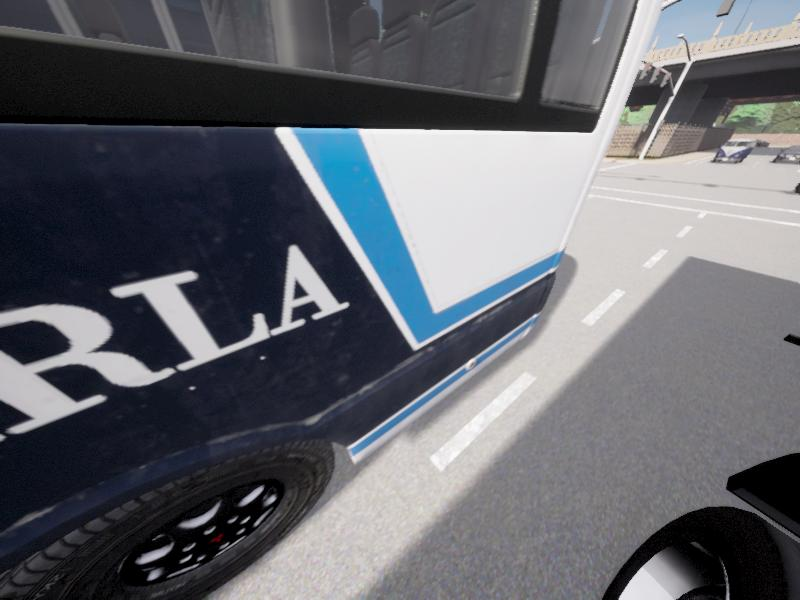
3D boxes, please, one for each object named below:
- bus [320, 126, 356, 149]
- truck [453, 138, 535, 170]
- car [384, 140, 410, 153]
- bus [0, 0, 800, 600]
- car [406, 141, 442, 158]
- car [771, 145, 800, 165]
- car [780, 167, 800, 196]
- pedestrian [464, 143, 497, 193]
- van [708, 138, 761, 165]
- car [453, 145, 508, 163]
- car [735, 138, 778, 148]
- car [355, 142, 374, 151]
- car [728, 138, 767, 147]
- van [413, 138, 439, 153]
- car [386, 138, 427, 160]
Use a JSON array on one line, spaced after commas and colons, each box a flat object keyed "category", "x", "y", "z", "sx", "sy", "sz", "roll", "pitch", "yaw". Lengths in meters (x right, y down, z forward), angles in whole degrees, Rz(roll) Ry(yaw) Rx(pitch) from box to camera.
[{"category": "bus", "x": -14.877, "y": -38.861, "z": 55.308, "sx": 3.944, "sy": 4.253, "sz": 10.273, "roll": -23, "pitch": 41, "yaw": -29}, {"category": "truck", "x": 8.044, "y": -13.208, "z": 20.650, "sx": 2.390, "sy": 2.098, "sz": 6.274, "roll": -23, "pitch": 41, "yaw": -29}, {"category": "car", "x": -0.592, "y": -26.731, "z": 40.148, "sx": 2.097, "sy": 1.767, "sz": 4.553, "roll": -23, "pitch": 41, "yaw": -29}, {"category": "bus", "x": -3.458, "y": 0.080, "z": 0.136, "sx": 10.273, "sy": 4.253, "sz": 3.944, "roll": -23, "pitch": 41, "yaw": -29}, {"category": "car", "x": 3.144, "y": -20.317, "z": 31.133, "sx": 2.242, "sy": 1.667, "sz": 4.611, "roll": -23, "pitch": 41, "yaw": -29}, {"category": "car", "x": 38.151, "y": -14.089, "z": 22.334, "sx": 4.674, "sy": 1.442, "sz": 1.812, "roll": -23, "pitch": 41, "yaw": -29}, {"category": "car", "x": 18.250, "y": -4.454, "z": 8.710, "sx": 2.038, "sy": 1.542, "sz": 4.974, "roll": 18, "pitch": 39, "yaw": 25}, {"category": "pedestrian", "x": 3.509, "y": -5.844, "z": 10.244, "sx": 0.751, "sy": 1.860, "sz": 0.751, "roll": -19, "pitch": 39, "yaw": -24}, {"category": "van", "x": 32.630, "y": -14.526, "z": 22.526, "sx": 4.442, "sy": 1.987, "sz": 1.775, "roll": -21, "pitch": 40, "yaw": -27}, {"category": "car", "x": 8.589, "y": -15.914, "z": 25.092, "sx": 2.033, "sy": 1.411, "sz": 5.357, "roll": -23, "pitch": 41, "yaw": -29}, {"category": "car", "x": 79.489, "y": -35.112, "z": 51.641, "sx": 2.033, "sy": 1.649, "sz": 4.856, "roll": 1, "pitch": 35, "yaw": 2}, {"category": "car", "x": -7.399, "y": -31.918, "z": 47.919, "sx": 1.994, "sy": 1.385, "sz": 4.181, "roll": -23, "pitch": 41, "yaw": -29}, {"category": "car", "x": 82.194, "y": -37.269, "z": 54.678, "sx": 2.033, "sy": 1.649, "sz": 4.856, "roll": -23, "pitch": 41, "yaw": -28}, {"category": "van", "x": 4.385, "y": -26.314, "z": 39.354, "sx": 1.775, "sy": 1.987, "sz": 4.442, "roll": -23, "pitch": 41, "yaw": -29}, {"category": "car", "x": 0.661, "y": -18.992, "z": 28.952, "sx": 2.150, "sy": 2.045, "sz": 5.566, "roll": -23, "pitch": 41, "yaw": -29}]
